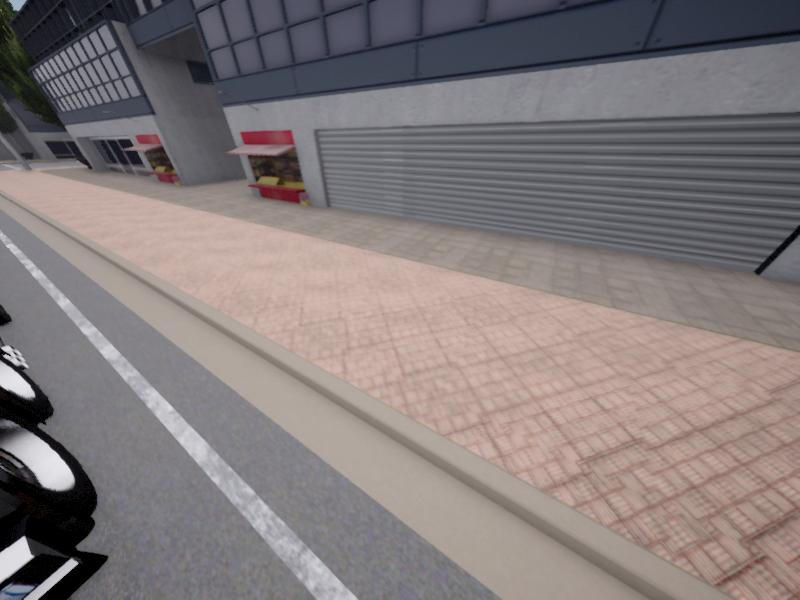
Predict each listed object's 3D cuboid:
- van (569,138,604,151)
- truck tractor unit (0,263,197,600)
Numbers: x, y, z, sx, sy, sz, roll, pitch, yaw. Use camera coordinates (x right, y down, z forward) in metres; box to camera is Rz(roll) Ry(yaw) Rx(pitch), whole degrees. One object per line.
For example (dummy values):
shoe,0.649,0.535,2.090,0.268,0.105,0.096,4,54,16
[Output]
van,35.716,-29.804,44.339,1.775,1.987,4.442,-29,44,-35
truck tractor unit,-5.121,-0.287,0.789,6.516,4.208,3.053,18,39,24
